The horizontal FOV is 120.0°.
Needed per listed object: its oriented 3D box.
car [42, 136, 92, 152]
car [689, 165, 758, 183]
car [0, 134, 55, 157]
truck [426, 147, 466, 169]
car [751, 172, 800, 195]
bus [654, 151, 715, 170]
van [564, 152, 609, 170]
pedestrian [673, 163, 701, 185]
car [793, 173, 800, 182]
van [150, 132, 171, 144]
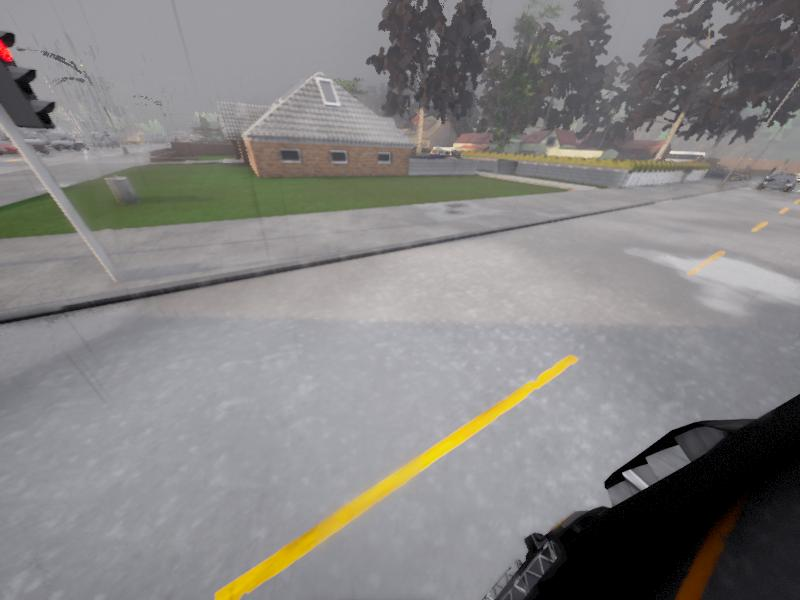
[{"bbox_3d":[-39.085,-18.461,27.288,1.816,1.474,4.193,-16,38,-26],"label":"car"},{"bbox_3d":[44.502,-17.457,31.970,2.152,1.651,5.027,-11,36,-20],"label":"car"},{"bbox_3d":[-34.413,-13.934,20.818,2.007,1.525,4.514,-16,38,-26],"label":"car"},{"bbox_3d":[5.494,-17.351,28.139,2.069,2.038,4.478,-16,38,-26],"label":"truck"},{"bbox_3d":[36.347,-11.220,22.104,4.974,1.542,2.038,-16,38,-27],"label":"car"},{"bbox_3d":[85.260,-42.108,69.583,3.944,4.253,10.273,-16,38,-26],"label":"bus"},{"bbox_3d":[35.689,-26.814,44.498,1.988,2.561,5.915,-16,38,-26],"label":"van"},{"bbox_3d":[28.528,-12.557,22.981,0.751,1.860,0.751,-11,36,-20],"label":"pedestrian"},{"bbox_3d":[68.887,-20.947,38.810,4.605,1.855,1.932,-16,38,-26],"label":"car"},{"bbox_3d":[-65.202,-44.297,63.131,2.351,2.431,6.366,-16,38,-26],"label":"van"}]
